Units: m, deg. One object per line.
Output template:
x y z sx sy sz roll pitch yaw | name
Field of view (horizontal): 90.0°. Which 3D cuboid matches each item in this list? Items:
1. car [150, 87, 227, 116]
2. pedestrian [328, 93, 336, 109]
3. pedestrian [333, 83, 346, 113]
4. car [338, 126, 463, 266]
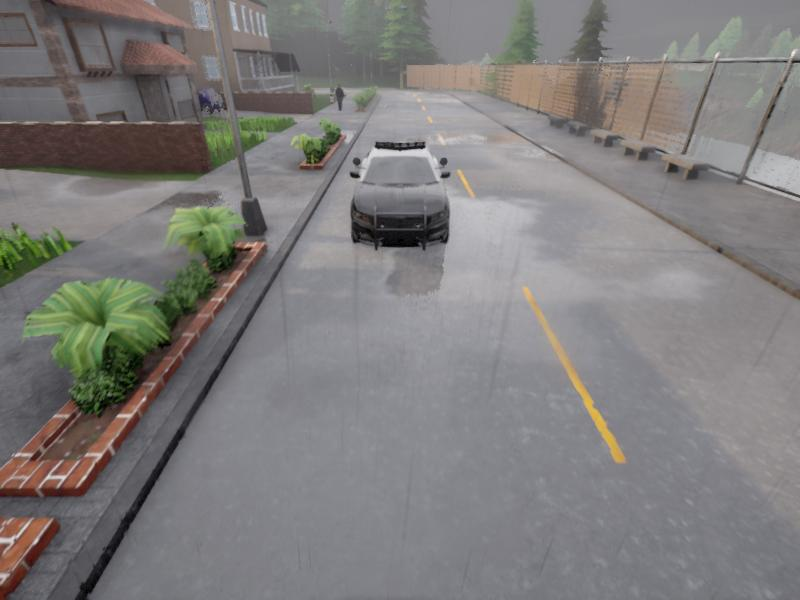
-13.273 -12.594 25.310 3.633 1.501 1.845 0 30 0 | car
-5.301 -15.491 31.134 0.500 1.100 0.500 0 30 0 | pedestrian
-4.298 -14.419 28.548 0.751 1.860 0.751 -2 30 -4 | pedestrian
0.003 -2.626 8.866 1.930 1.638 5.238 0 30 0 | car
